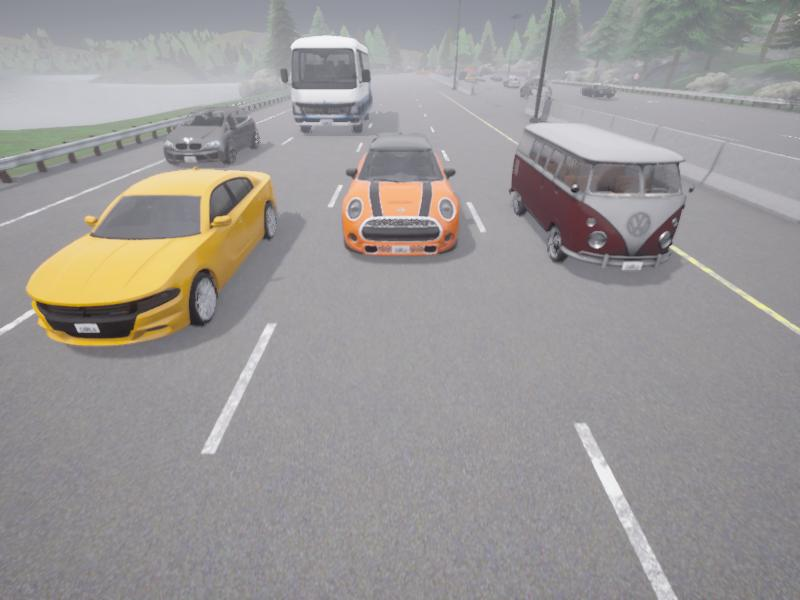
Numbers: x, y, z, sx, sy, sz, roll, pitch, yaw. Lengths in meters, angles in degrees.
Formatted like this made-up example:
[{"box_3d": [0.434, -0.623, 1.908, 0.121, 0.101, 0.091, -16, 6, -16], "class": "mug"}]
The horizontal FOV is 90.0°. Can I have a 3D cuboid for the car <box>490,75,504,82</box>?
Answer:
[{"box_3d": [21.017, -48.235, 87.025, 1.895, 1.301, 4.718, 0, 30, 0], "class": "car"}]

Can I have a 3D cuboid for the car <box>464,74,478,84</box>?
[{"box_3d": [14.035, -44.043, 79.637, 1.801, 1.575, 5.366, 0, 30, 0], "class": "car"}]

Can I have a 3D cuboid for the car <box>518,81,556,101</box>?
[{"box_3d": [14.034, -21.678, 41.384, 2.152, 1.651, 5.027, 0, 30, 0], "class": "car"}]

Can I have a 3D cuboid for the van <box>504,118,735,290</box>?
[{"box_3d": [3.514, -2.136, 7.665, 1.775, 1.987, 4.442, 0, 30, 0], "class": "van"}]

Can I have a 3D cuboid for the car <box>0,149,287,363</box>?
[{"box_3d": [-3.487, -1.184, 6.485, 1.882, 1.535, 5.008, 0, 30, 0], "class": "car"}]

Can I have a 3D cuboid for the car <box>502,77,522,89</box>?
[{"box_3d": [17.548, -34.088, 62.794, 1.970, 1.475, 3.806, 0, 30, 0], "class": "car"}]

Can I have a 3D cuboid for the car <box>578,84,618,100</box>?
[{"box_3d": [21.036, -22.244, 42.673, 1.895, 1.301, 4.718, 0, 30, 0], "class": "car"}]

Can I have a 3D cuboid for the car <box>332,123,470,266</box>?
[{"box_3d": [0.014, -2.509, 8.493, 2.097, 1.767, 4.553, 0, 30, 0], "class": "car"}]

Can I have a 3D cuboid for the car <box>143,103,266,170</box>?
[{"box_3d": [-6.984, -6.277, 15.045, 2.242, 1.667, 4.611, 0, 30, 0], "class": "car"}]

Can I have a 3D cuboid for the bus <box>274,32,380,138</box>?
[{"box_3d": [-3.381, -12.168, 22.554, 3.944, 4.253, 10.273, 0, 30, 0], "class": "bus"}]
